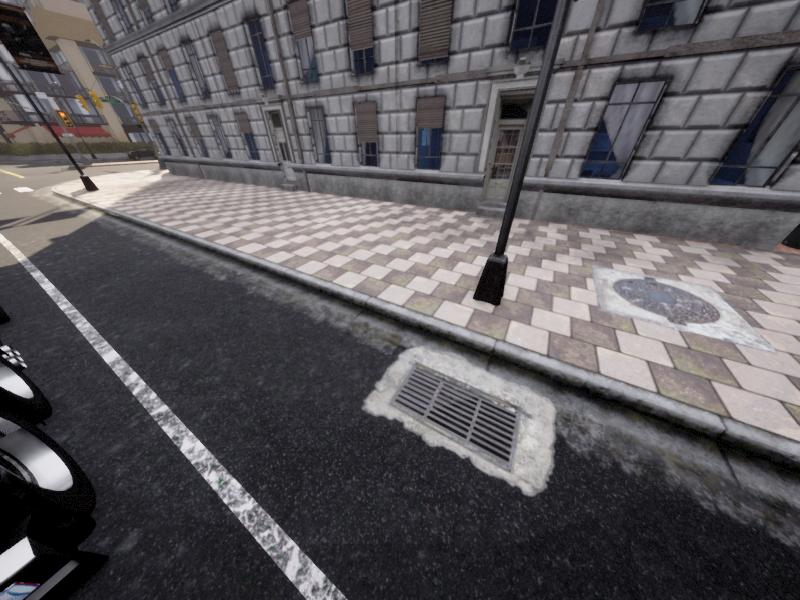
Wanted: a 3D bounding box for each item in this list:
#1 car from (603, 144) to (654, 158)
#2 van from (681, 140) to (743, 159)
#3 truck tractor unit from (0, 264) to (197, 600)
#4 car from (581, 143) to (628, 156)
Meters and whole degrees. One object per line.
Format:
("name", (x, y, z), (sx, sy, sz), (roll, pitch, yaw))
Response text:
("car", (32.902, -21.563, 33.384), (4.902, 1.511, 2.128), (27, 43, 33))
("van", (42.528, -20.719, 31.691), (4.442, 1.987, 1.775), (24, 42, 31))
("truck tractor unit", (-5.112, -0.300, 0.779), (6.516, 4.208, 3.053), (18, 39, 24))
("car", (32.901, -24.292, 37.242), (5.366, 1.575, 1.801), (26, 43, 33))
